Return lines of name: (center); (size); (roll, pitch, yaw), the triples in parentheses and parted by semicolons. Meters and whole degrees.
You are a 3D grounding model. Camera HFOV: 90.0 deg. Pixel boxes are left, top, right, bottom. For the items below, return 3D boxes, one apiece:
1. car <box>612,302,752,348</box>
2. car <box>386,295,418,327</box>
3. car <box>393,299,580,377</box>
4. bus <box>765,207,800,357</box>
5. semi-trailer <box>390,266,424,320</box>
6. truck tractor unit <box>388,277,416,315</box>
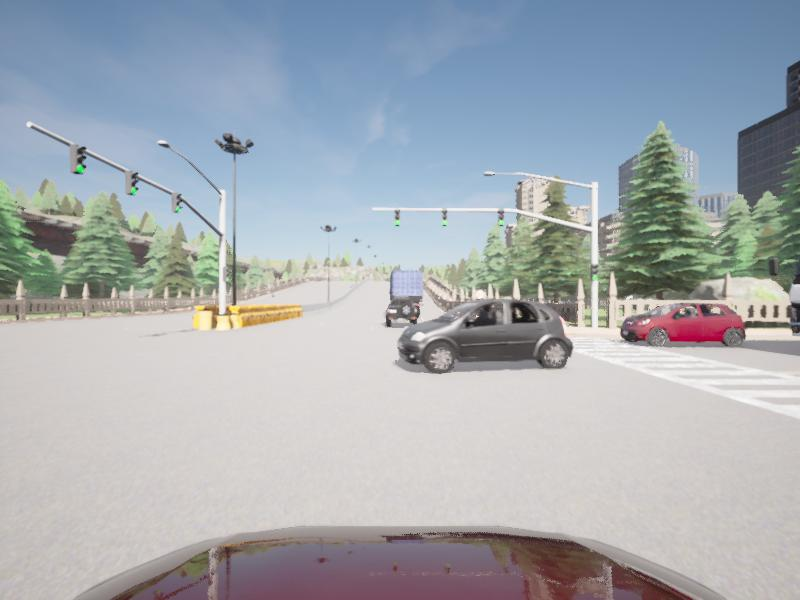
car: (9.804, 0.843, 14.129); (3.633, 1.501, 1.845); (0, 0, 1)
car: (0.098, 0.681, 26.139); (1.932, 1.855, 4.605); (0, -1, -1)
car: (1.961, 0.799, 9.621); (3.988, 1.617, 1.851); (0, 0, -11)
bus: (16.485, -0.522, 10.448); (10.273, 4.253, 3.944); (0, 0, 0)
semi-trailer: (0.411, -0.579, 40.132); (2.717, 4.402, 14.254); (0, 0, -2)
truck tractor unit: (0.218, -0.519, 48.032); (3.053, 4.208, 6.516); (0, 1, 0)
